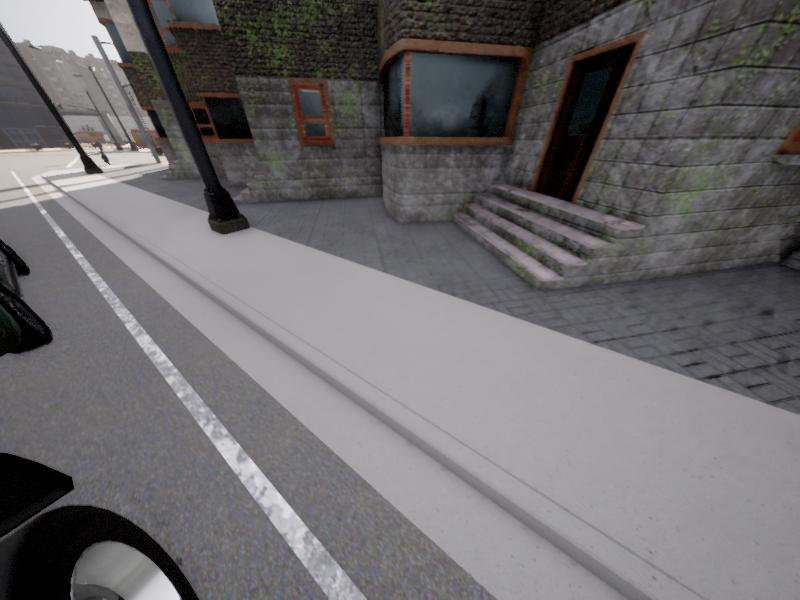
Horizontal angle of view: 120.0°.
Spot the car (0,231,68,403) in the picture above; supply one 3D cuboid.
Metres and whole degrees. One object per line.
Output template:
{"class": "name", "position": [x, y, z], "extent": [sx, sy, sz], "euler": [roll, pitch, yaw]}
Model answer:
{"class": "car", "position": [-6.757, -0.382, 2.646], "extent": [5.566, 2.045, 2.150], "euler": [21, 40, 27]}

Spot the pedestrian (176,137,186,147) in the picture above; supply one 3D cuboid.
{"class": "pedestrian", "position": [-51.374, -37.041, 54.221], "extent": [0.751, 1.860, 0.751], "euler": [-2, 35, -3]}

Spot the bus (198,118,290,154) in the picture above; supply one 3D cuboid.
{"class": "bus", "position": [-23.353, -25.246, 35.679], "extent": [10.273, 4.253, 3.944], "euler": [-7, 36, -8]}

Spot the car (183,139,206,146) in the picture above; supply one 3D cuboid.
{"class": "car", "position": [-58.558, -44.819, 65.801], "extent": [2.038, 1.542, 4.974], "euler": [1, 36, 1]}

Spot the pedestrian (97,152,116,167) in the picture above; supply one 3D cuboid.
{"class": "pedestrian", "position": [-25.017, -11.986, 19.702], "extent": [0.500, 1.100, 0.500], "euler": [17, 39, 23]}

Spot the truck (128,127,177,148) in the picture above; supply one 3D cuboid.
{"class": "truck", "position": [-57.509, -37.960, 54.076], "extent": [2.891, 3.827, 8.468], "euler": [-5, 36, -8]}

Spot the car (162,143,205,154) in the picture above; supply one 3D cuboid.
{"class": "car", "position": [-32.801, -23.087, 35.187], "extent": [4.181, 1.385, 1.994], "euler": [-6, 36, -9]}

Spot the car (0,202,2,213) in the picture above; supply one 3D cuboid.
{"class": "car", "position": [-16.516, -3.999, 8.225], "extent": [4.674, 1.442, 1.812], "euler": [22, 40, 27]}

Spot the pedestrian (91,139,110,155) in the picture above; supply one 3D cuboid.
{"class": "pedestrian", "position": [-42.165, -21.514, 32.502], "extent": [0.751, 1.860, 0.751], "euler": [-21, 40, -27]}

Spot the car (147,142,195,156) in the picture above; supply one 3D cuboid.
{"class": "car", "position": [-31.938, -21.169, 32.376], "extent": [4.193, 1.474, 1.816], "euler": [-6, 36, -9]}
